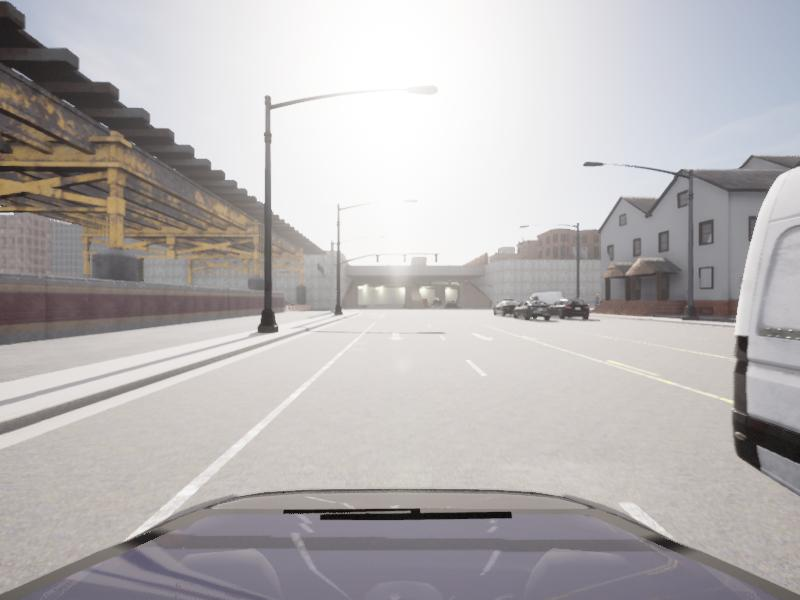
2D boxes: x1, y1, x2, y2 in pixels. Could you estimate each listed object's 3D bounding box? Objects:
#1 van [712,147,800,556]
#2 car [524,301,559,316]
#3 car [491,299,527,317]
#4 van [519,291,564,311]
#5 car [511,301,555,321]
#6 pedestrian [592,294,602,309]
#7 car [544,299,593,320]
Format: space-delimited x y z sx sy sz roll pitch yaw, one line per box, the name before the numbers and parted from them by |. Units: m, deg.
van | 3.498 0.322 0.254 1.988 2.561 5.915 0 0 0
car | 14.158 0.846 40.419 1.812 1.442 4.674 0 0 -1
car | 10.545 0.748 39.173 1.930 1.638 5.238 0 0 -1
van | 20.838 0.183 59.112 5.915 2.561 1.988 -4 0 1
car | 10.533 0.810 32.084 2.007 1.525 4.514 0 0 0
pedestrian | 23.546 0.181 47.710 0.751 1.860 0.751 0 0 -18
car | 14.032 0.736 33.664 2.242 1.667 4.611 0 0 0
